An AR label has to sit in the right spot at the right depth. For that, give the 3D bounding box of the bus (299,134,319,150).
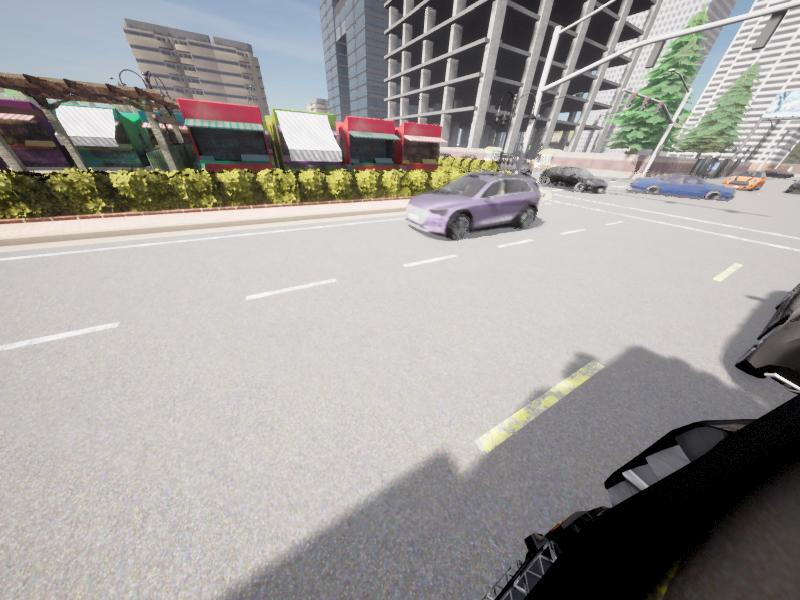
[{"bbox_3d":[-32.183,-55.964,81.805,3.944,4.253,10.273,-16,38,-26],"label":"bus"}]

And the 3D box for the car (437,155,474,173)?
[{"bbox_3d":[6.394,-16.018,27.139,1.816,1.474,4.193,-16,38,-26],"label":"car"}]

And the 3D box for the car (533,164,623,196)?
[{"bbox_3d":[12.583,-8.870,16.876,2.163,1.488,4.792,-7,35,-15],"label":"car"}]

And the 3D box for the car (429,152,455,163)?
[{"bbox_3d":[7.669,-26.493,42.960,1.882,1.535,5.008,-16,38,-26],"label":"car"}]

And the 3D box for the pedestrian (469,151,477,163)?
[{"bbox_3d":[13.796,-26.933,43.489,0.751,1.860,0.751,-16,38,-26],"label":"pedestrian"}]

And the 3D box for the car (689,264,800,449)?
[{"bbox_3d":[6.040,0.332,2.551,4.902,1.511,2.128,-15,38,-25],"label":"car"}]

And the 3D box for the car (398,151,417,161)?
[{"bbox_3d":[1.419,-28.811,46.122,1.994,1.385,4.181,-16,38,-26],"label":"car"}]

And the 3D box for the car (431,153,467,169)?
[{"bbox_3d":[6.754,-19.595,32.499,2.038,1.542,4.974,-16,38,-26],"label":"car"}]

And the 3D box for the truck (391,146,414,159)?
[{"bbox_3d":[0.515,-33.956,53.141,2.390,2.098,6.274,-16,38,-26],"label":"truck"}]

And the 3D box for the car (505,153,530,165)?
[{"bbox_3d":[23.688,-28.533,46.713,1.905,1.878,3.866,-15,38,-25],"label":"car"}]

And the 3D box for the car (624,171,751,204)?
[{"bbox_3d":[19.941,-8.177,16.531,5.357,1.411,2.033,24,39,28],"label":"car"}]

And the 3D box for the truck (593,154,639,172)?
[{"bbox_3d":[40.803,-26.068,43.855,2.615,2.467,5.204,-15,38,-25],"label":"truck"}]

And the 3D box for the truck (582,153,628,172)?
[{"bbox_3d":[37.047,-25.035,42.007,2.615,2.467,5.204,-15,38,-25],"label":"truck"}]

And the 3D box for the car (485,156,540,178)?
[{"bbox_3d":[11.967,-14.404,24.962,2.242,1.667,4.611,-16,38,-26],"label":"car"}]

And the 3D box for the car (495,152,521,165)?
[{"bbox_3d":[21.126,-27.828,45.453,1.905,1.878,3.866,-15,38,-25],"label":"car"}]

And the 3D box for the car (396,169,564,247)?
[{"bbox_3d":[2.525,-3.168,7.445,4.856,1.649,2.033,-15,38,-25],"label":"car"}]

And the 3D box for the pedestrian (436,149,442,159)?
[{"bbox_3d":[8.600,-32.225,51.059,0.751,1.860,0.751,-16,38,-26],"label":"pedestrian"}]

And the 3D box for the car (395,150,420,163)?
[{"bbox_3d":[1.198,-25.241,40.480,1.930,1.638,5.238,-16,38,-26],"label":"car"}]

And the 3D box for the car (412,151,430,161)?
[{"bbox_3d":[4.335,-29.869,47.773,1.789,1.549,3.705,-16,38,-26],"label":"car"}]

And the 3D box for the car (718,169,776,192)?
[{"bbox_3d":[35.165,-12.203,23.431,4.553,1.767,2.097,-15,38,-25],"label":"car"}]

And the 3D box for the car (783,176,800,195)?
[{"bbox_3d":[39.912,-11.160,22.500,4.892,1.490,1.837,-15,38,-25],"label":"car"}]

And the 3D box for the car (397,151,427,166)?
[{"bbox_3d":[1.635,-20.842,33.980,1.882,1.535,5.008,-16,38,-26],"label":"car"}]

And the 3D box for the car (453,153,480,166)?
[{"bbox_3d":[10.934,-23.239,38.248,1.851,1.617,3.988,-16,38,-26],"label":"car"}]
